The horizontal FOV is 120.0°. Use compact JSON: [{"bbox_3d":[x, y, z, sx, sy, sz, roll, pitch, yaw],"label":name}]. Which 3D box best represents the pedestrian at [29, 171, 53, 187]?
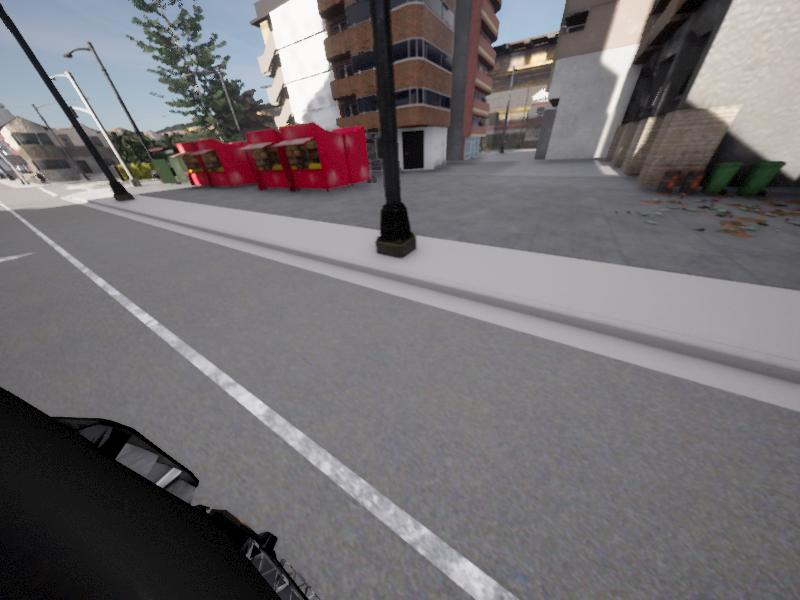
[{"bbox_3d":[-51.452,-17.346,33.138,0.751,1.860,0.751,-3,33,1],"label":"pedestrian"}]

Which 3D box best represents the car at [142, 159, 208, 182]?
[{"bbox_3d":[-29.363,-17.096,30.427,2.150,2.045,5.566,16,38,28],"label":"car"}]
